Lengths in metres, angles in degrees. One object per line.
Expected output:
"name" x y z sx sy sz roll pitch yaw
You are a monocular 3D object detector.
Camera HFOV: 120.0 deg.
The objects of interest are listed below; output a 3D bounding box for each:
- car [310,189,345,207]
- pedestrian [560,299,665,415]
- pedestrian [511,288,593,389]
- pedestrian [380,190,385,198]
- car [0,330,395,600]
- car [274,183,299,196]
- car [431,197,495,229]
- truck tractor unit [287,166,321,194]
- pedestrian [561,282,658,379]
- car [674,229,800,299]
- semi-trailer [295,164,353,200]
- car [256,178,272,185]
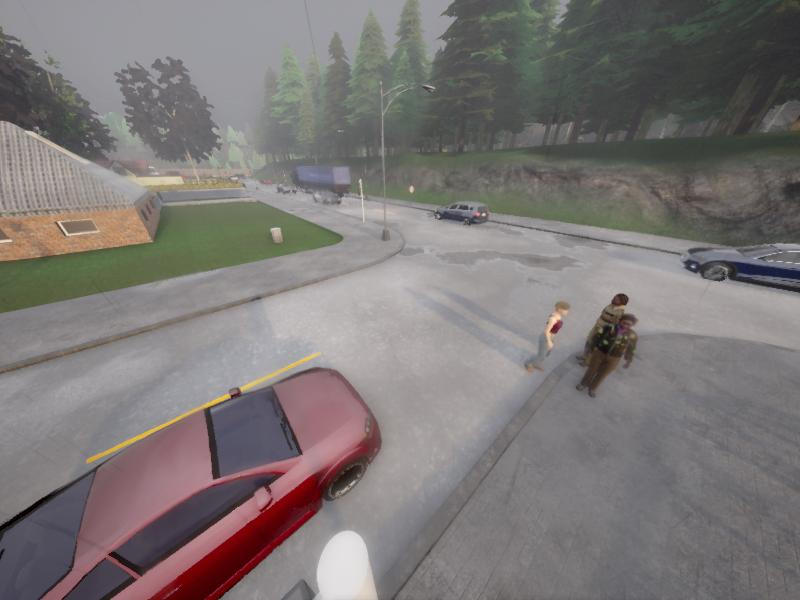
"car" -9.118 -12.774 28.803 2.038 1.542 4.974 -23 37 -34
"pedestrian" 3.798 1.044 4.252 0.751 1.860 0.751 -25 39 -37
"pedestrian" 3.126 0.813 4.895 0.751 1.860 0.751 -21 36 -32
"pedestrian" -2.549 -15.404 33.536 0.500 1.100 0.500 23 37 34
"car" -2.315 2.230 2.982 4.181 1.385 1.994 -23 37 -34
"car" -19.471 -18.994 39.487 2.152 1.651 5.027 -23 37 -34
"car" 5.137 -7.442 19.432 2.242 1.667 4.611 -23 37 -34
"truck tractor unit" -17.541 -22.078 42.232 3.053 4.208 6.516 -22 37 -34
"pedestrian" 4.288 0.653 4.929 0.751 1.860 0.751 9 31 16
"car" 14.575 -1.326 8.882 4.856 1.649 2.033 24 38 35
"semi-trailer" -12.500 -19.113 36.898 2.717 4.402 14.254 -22 37 -33
"car" -34.975 -30.508 59.526 3.633 1.501 1.845 21 36 32
